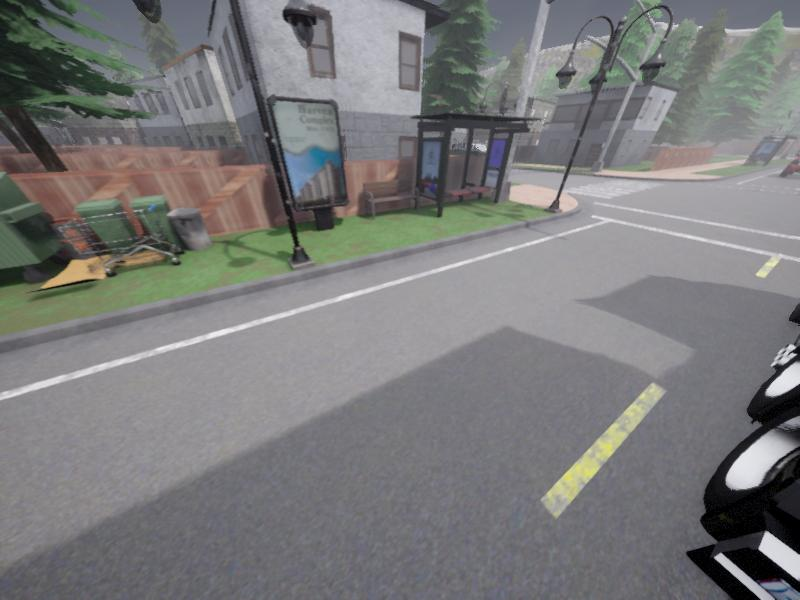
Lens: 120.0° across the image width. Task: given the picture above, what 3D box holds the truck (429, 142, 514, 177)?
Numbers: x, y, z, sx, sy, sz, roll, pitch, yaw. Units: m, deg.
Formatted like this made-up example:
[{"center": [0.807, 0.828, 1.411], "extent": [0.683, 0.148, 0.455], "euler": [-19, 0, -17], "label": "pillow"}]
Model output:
[{"center": [5.492, -11.685, 18.968], "extent": [2.390, 2.098, 6.274], "euler": [-24, 42, -31], "label": "truck"}]

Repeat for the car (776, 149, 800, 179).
[{"center": [31.827, -10.483, 17.540], "extent": [5.566, 2.045, 2.150], "euler": [-18, 39, -24], "label": "car"}]

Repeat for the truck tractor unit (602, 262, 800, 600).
[{"center": [5.108, -0.304, 0.787], "extent": [6.516, 4.208, 3.053], "euler": [-18, 39, -24], "label": "truck tractor unit"}]
